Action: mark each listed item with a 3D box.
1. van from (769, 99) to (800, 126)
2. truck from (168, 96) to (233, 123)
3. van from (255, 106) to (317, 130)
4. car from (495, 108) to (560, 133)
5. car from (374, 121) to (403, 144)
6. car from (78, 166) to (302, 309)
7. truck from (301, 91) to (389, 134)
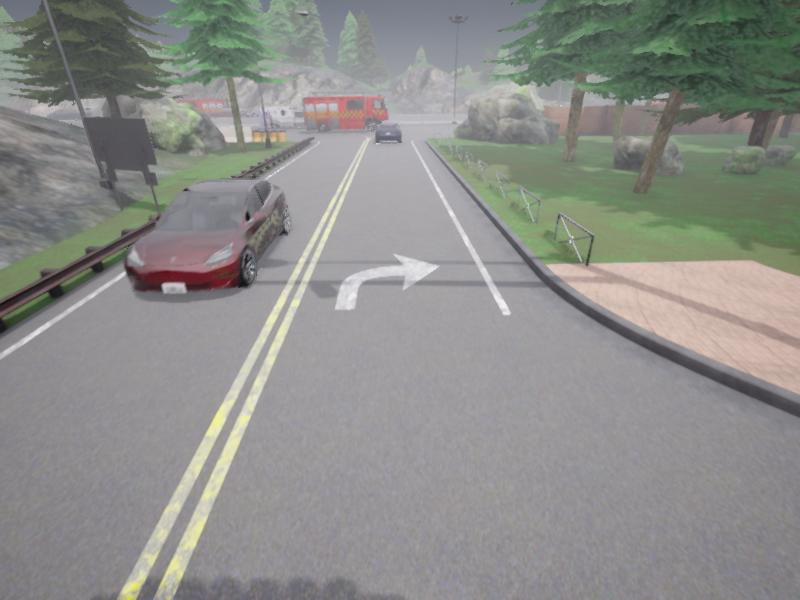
[{"bbox_3d":[43.878,-20.144,42.887,5.915,2.561,1.988,-1,27,-1],"label":"van"},{"bbox_3d":[-32.528,-31.251,65.470,8.468,3.827,2.891,-2,27,-2],"label":"truck"},{"bbox_3d":[-13.429,-21.667,47.570,6.366,2.431,2.351,-2,27,-2],"label":"van"},{"bbox_3d":[12.367,-17.553,39.174,5.566,2.045,2.150,-1,27,0],"label":"car"},{"bbox_3d":[-0.821,-13.057,31.018,1.994,1.385,4.181,0,26,1],"label":"car"},{"bbox_3d":[-3.677,-1.623,8.335,2.163,1.488,4.792,-1,27,-1],"label":"car"},{"bbox_3d":[-5.450,-19.348,41.228,8.468,3.827,2.891,-2,27,-2],"label":"truck"}]
